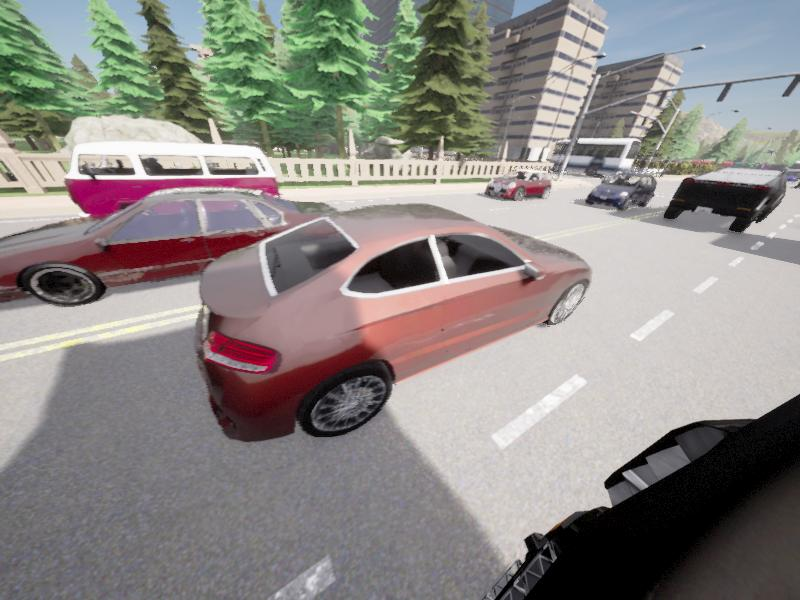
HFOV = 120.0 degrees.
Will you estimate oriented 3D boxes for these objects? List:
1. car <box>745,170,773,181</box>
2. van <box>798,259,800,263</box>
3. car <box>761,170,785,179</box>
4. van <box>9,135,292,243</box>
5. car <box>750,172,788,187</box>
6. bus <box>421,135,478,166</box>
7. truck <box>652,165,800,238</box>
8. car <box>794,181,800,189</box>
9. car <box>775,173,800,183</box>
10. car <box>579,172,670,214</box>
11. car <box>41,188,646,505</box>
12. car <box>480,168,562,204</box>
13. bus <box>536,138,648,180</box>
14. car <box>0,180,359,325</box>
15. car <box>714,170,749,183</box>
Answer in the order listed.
[{"bbox_3d":[71.002,-24.641,45.655,4.974,1.542,2.038,-16,38,-26],"label":"car"},{"bbox_3d":[13.644,-1.989,6.322,4.442,1.987,1.775,-16,38,-26],"label":"van"},{"bbox_3d":[86.122,-28.913,53.312,4.856,1.649,2.033,-16,38,-26],"label":"car"},{"bbox_3d":[-5.833,-3.232,6.537,4.480,2.038,2.069,-15,38,-26],"label":"van"},{"bbox_3d":[52.994,-17.324,33.163,4.974,1.542,2.038,-16,38,-26],"label":"car"},{"bbox_3d":[8.799,-28.108,43.327,3.944,4.253,10.273,-17,38,-28],"label":"bus"},{"bbox_3d":[14.262,-4.442,9.971,6.274,2.098,2.390,-15,38,-26],"label":"truck"},{"bbox_3d":[56.836,-16.219,31.712,5.238,1.638,1.930,-16,38,-26],"label":"car"},{"bbox_3d":[73.403,-23.027,43.542,4.514,1.525,2.007,-16,38,-26],"label":"car"},{"bbox_3d":[11.897,-5.806,12.287,3.988,1.617,1.851,-16,38,-26],"label":"car"},{"bbox_3d":[0.415,-0.353,3.082,5.027,1.651,2.152,-16,38,-26],"label":"car"},{"bbox_3d":[6.831,-6.558,13.120,3.806,1.475,1.970,-16,38,-26],"label":"car"},{"bbox_3d":[25.321,-19.471,31.648,3.944,4.253,10.273,-16,38,-26],"label":"bus"},{"bbox_3d":[-3.731,-1.328,4.419,5.357,1.411,2.033,-16,38,-26],"label":"car"},{"bbox_3d":[50.857,-18.952,35.450,4.514,1.525,2.007,-16,38,-26],"label":"car"}]
